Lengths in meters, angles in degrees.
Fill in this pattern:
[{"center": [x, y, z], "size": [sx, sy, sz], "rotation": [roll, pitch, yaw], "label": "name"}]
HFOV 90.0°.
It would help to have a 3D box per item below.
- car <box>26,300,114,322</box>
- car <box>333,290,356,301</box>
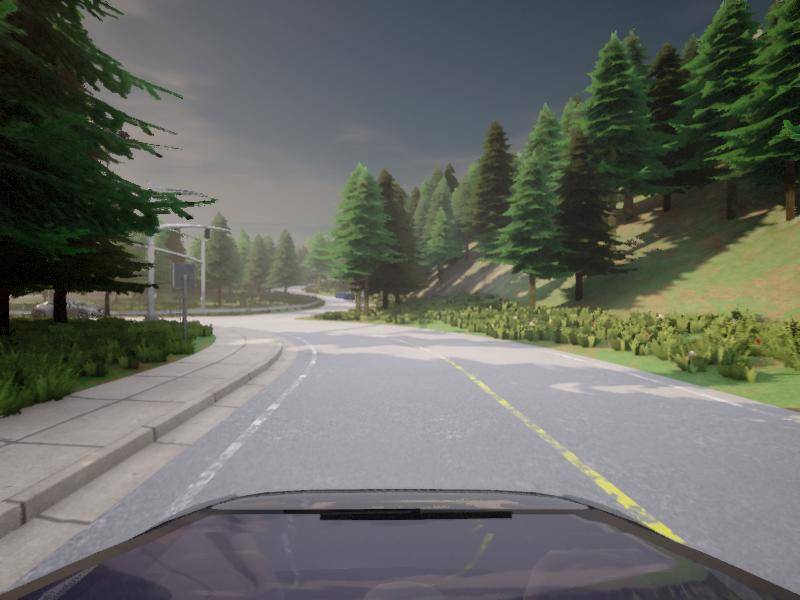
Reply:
[{"center": [-25.411, 0.798, 30.930], "size": [5.027, 1.651, 2.152], "rotation": [0, 0, 1], "label": "car"}, {"center": [-9.539, -0.817, 67.960], "size": [1.882, 1.535, 5.008], "rotation": [1, 4, -32], "label": "car"}]
